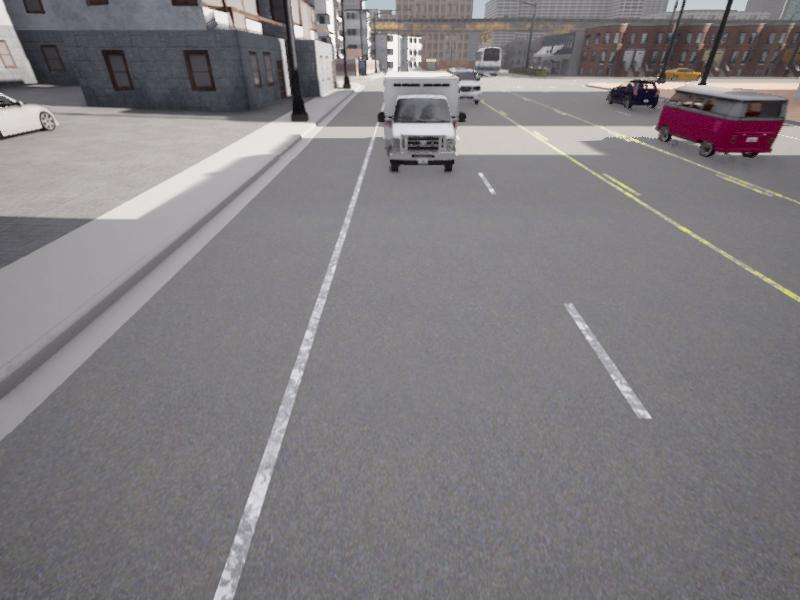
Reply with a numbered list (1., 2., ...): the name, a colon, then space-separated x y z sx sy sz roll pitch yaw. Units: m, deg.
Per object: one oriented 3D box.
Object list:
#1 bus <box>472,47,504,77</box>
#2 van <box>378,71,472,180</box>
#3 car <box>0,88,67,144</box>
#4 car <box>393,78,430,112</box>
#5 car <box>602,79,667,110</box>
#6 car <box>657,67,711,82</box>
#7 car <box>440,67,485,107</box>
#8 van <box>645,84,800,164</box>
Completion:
1. bus: 15.449 -42.458 71.349 3.944 4.253 10.273 2 31 3
2. van: 0.638 -6.105 13.362 2.351 2.431 6.366 0 32 0
3. car: -14.835 -6.749 14.624 1.970 1.475 3.806 0 32 0
4. car: 0.662 -13.060 25.336 2.128 1.511 4.902 0 32 0
5. car: 14.667 -13.029 25.263 1.845 1.501 3.633 0 32 0
6. car: 35.295 -28.091 49.869 5.008 1.535 1.882 1 31 1
7. car: 4.172 -14.818 27.637 2.150 2.045 5.566 0 32 0
8. van: 11.136 -6.450 14.337 1.775 1.987 4.442 0 32 0
